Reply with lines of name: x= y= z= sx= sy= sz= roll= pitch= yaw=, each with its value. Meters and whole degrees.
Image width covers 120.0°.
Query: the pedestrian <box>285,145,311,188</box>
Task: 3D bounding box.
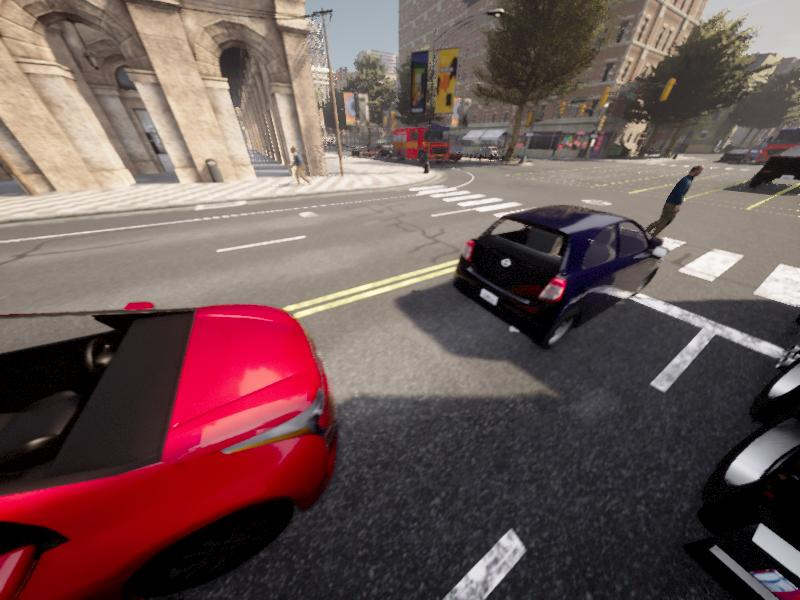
pedestrian: x=-5.210 y=-6.847 z=11.863 sx=0.751 sy=1.860 sz=0.751 roll=-15 pitch=38 yaw=-21

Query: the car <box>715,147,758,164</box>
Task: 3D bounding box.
car: x=43.670 y=-18.780 z=29.946 sx=5.238 sy=1.638 sz=1.930 roll=-19 pitch=39 yaw=-25

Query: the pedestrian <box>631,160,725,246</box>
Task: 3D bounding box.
pedestrian: x=7.028 y=-2.495 z=5.983 sx=0.751 sy=1.860 sz=0.751 roll=27 pitch=43 yaw=33

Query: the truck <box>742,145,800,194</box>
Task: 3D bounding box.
truck: x=23.655 y=-7.803 z=13.592 sx=6.274 sy=2.098 sz=2.390 roll=-18 pitch=39 yaw=-24

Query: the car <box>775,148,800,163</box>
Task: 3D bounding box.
car: x=54.268 y=-19.907 z=31.713 sx=5.366 sy=1.575 sz=1.801 roll=-18 pitch=39 yaw=-24

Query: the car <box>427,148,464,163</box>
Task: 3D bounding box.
car: x=5.690 y=-18.529 z=29.553 sx=1.895 sy=1.301 sz=4.718 roll=-18 pitch=39 yaw=-24

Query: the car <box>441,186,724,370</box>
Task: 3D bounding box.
car: x=2.771 y=-0.746 z=3.762 sx=3.633 sy=1.501 sz=1.845 roll=-18 pitch=39 yaw=-24

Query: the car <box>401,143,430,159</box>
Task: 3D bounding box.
car: x=2.255 y=-22.178 z=34.332 sx=2.097 sy=1.767 sz=4.553 roll=-18 pitch=39 yaw=-24

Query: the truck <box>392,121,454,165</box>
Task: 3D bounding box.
truck: x=2.358 y=-18.882 z=27.818 sx=2.891 sy=3.827 sz=8.468 roll=-18 pitch=39 yaw=-24

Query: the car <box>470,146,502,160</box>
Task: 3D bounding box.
car: x=12.313 y=-21.136 z=33.200 sx=1.970 sy=1.475 sz=3.806 roll=-18 pitch=39 yaw=-24

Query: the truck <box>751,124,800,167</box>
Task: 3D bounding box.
truck: x=46.594 y=-18.321 z=27.402 sx=8.468 sy=3.827 sz=2.891 roll=-18 pitch=39 yaw=-24

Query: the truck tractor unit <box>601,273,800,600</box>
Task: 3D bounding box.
truck tractor unit: x=5.126 y=-0.285 z=0.760 sx=6.516 sy=4.208 sz=3.053 roll=-18 pitch=39 yaw=-23

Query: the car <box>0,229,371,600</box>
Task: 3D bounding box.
car: x=-2.681 y=1.033 z=1.159 sx=4.514 sy=1.525 sz=2.007 roll=-18 pitch=39 yaw=-24

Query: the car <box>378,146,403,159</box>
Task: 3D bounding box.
car: x=-1.454 y=-21.738 z=33.945 sx=1.970 sy=1.475 sz=3.806 roll=-18 pitch=39 yaw=-24
